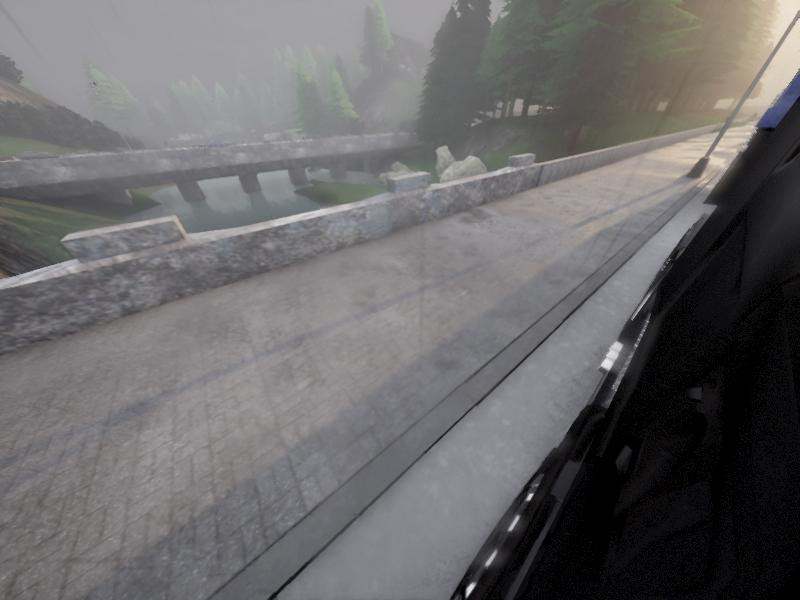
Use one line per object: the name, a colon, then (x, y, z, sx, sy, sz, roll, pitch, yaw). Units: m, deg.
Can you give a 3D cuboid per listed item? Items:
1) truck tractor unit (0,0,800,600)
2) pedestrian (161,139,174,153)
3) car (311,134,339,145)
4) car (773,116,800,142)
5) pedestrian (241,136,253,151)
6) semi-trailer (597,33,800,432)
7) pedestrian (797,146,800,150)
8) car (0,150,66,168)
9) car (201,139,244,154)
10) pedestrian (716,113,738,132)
truck tractor unit: (2.645, -0.295, 0.351, 6.516, 4.208, 3.053, -28, 44, -30)
pedestrian: (-39.439, -26.125, 39.174, 0.751, 1.860, 0.751, -25, 42, -27)
car: (-14.500, -31.134, 44.771, 4.514, 1.525, 2.007, -26, 43, -28)
car: (33.477, -14.319, 19.280, 3.988, 1.617, 1.851, -27, 43, -28)
pedestrian: (-22.774, -23.328, 34.399, 0.751, 1.860, 0.751, -23, 41, -25)
semi-trailer: (8.762, -3.563, 4.161, 14.254, 4.402, 2.717, -27, 43, -29)
pedestrian: (26.159, -10.368, 14.225, 0.751, 1.860, 0.751, -14, 38, -15)
car: (-46.985, -18.036, 29.433, 4.674, 1.442, 1.812, -26, 43, -28)
car: (-28.106, -24.393, 36.637, 5.008, 1.535, 1.882, -26, 43, -28)
pedestrian: (41.185, -22.354, 29.076, 0.751, 1.860, 0.751, -26, 43, -28)
